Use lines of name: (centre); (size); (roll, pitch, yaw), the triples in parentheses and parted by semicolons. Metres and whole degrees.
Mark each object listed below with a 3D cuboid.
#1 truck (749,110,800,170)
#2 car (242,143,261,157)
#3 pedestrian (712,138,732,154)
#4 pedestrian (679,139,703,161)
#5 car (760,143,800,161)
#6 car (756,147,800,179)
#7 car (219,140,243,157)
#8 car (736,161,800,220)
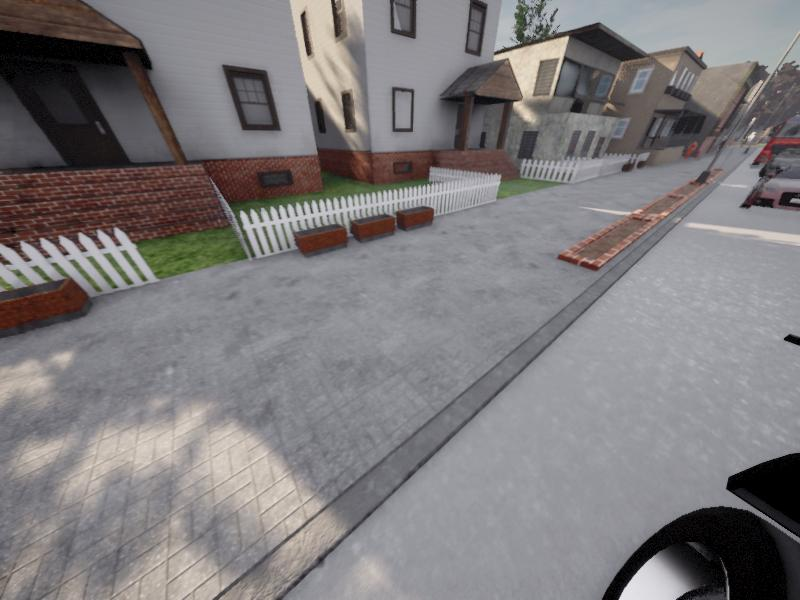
truck: (34.699, -14.009, 20.213); (8.468, 3.827, 2.891); (-24, 42, -30)
car: (-21.419, -21.759, 33.384); (1.845, 1.501, 3.633); (-17, 38, -22)
pedestrian: (45.907, -22.009, 32.953); (0.751, 1.860, 0.751); (-17, 39, -23)
pedestrian: (29.404, -15.167, 23.365); (0.751, 1.860, 0.751); (-26, 43, -32)
car: (43.862, -17.102, 26.569); (4.792, 1.488, 2.163); (-24, 42, -30)
car: (26.057, -9.248, 15.484); (3.705, 1.549, 1.789); (-25, 42, -29)
car: (-23.579, -21.235, 32.359); (1.905, 1.878, 3.866); (-17, 38, -22)
car: (14.475, -4.050, 8.363); (4.181, 1.385, 1.994); (-24, 42, -30)
